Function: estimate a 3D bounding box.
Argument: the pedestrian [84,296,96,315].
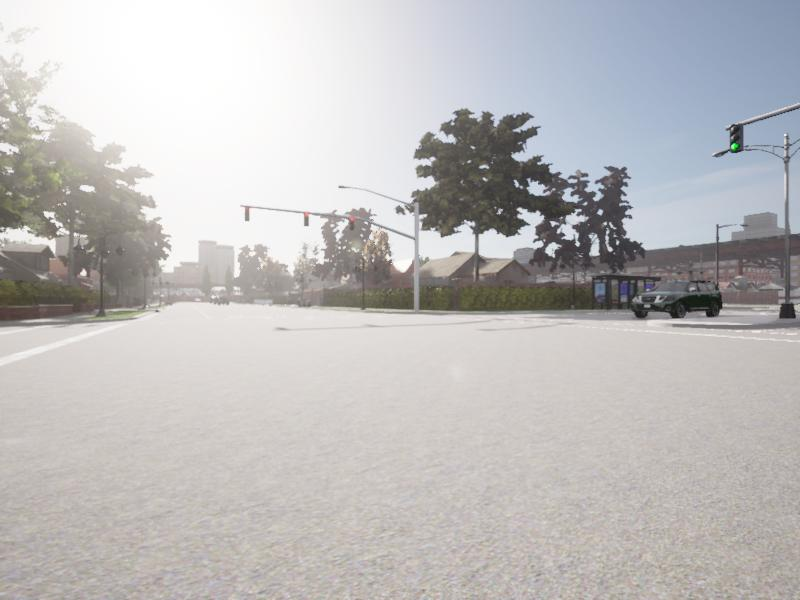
[{"bbox_3d":[-19.013,0.338,24.507,0.500,1.100,0.500,0,0,-27],"label":"pedestrian"}]

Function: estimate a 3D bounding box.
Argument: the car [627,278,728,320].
[{"bbox_3d":[14.973,-0.046,21.537,5.566,2.045,2.150,0,0,-28],"label":"car"}]
